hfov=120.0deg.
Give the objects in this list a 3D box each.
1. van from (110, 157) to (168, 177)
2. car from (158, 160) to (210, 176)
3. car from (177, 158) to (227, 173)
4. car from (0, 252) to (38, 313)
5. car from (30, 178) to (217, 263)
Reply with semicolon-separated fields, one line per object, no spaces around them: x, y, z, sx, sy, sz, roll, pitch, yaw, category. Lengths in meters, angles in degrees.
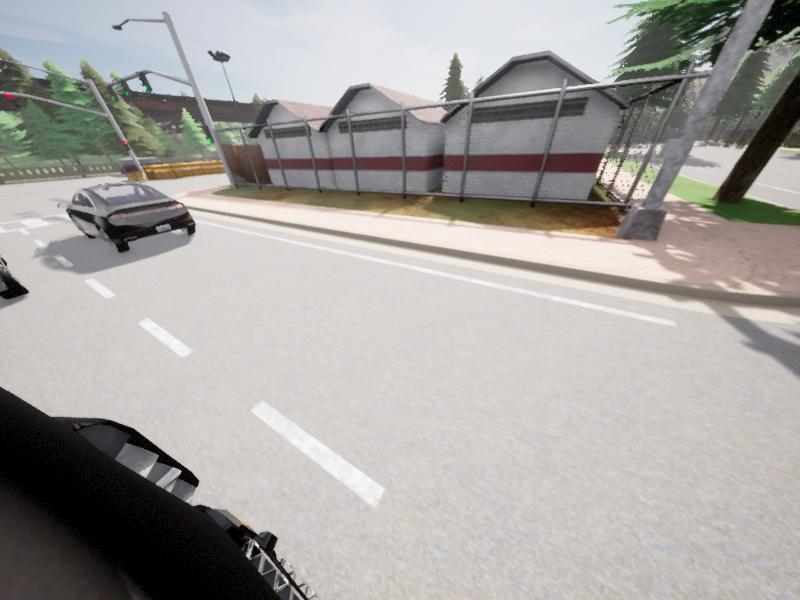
-34.480;-17.754;30.721;1.775;1.987;4.442;15;38;24;van
-27.369;-16.840;29.459;1.994;1.385;4.181;15;38;24;car
-28.640;-19.679;33.642;2.128;1.511;4.902;15;38;24;car
-9.145;-0.772;3.975;4.553;1.767;2.097;16;38;26;car
-8.342;-2.676;7.013;4.902;1.511;2.128;16;38;25;car
